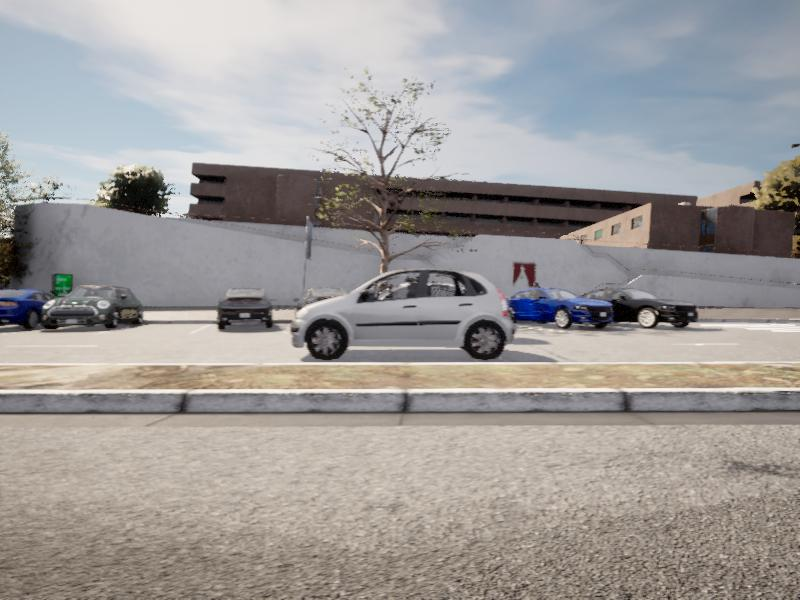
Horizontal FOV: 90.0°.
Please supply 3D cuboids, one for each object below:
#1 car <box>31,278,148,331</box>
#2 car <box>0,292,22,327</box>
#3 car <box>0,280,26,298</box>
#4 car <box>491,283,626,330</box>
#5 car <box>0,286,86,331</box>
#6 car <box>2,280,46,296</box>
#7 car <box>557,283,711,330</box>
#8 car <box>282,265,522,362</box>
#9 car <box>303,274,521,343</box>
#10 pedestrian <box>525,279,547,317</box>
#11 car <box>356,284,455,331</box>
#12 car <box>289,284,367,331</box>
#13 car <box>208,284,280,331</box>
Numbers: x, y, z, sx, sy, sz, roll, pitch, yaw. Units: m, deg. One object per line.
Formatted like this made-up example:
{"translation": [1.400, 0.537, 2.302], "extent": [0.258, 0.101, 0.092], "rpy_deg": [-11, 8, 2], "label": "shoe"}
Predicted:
{"translation": [-11.849, 0.187, 15.749], "extent": [2.185, 1.767, 4.553], "rpy_deg": [0, -1, -18], "label": "car"}
{"translation": [-17.739, 0.387, 15.944], "extent": [2.002, 1.452, 4.674], "rpy_deg": [0, -1, -17], "label": "car"}
{"translation": [-53.418, -1.515, 52.985], "extent": [5.566, 2.045, 2.435], "rpy_deg": [3, 5, 4], "label": "car"}
{"translation": [5.889, 0.247, 15.690], "extent": [2.097, 1.535, 5.008], "rpy_deg": [0, -1, -21], "label": "car"}
{"translation": [-14.793, 0.328, 15.809], "extent": [2.097, 1.535, 5.008], "rpy_deg": [0, -1, -17], "label": "car"}
{"translation": [-52.306, -1.662, 55.736], "extent": [4.442, 1.987, 1.878], "rpy_deg": [3, 5, 4], "label": "car"}
{"translation": [8.851, 0.244, 15.751], "extent": [2.097, 1.535, 5.008], "rpy_deg": [0, -1, -21], "label": "car"}
{"translation": [0.025, 0.224, 7.573], "extent": [3.988, 1.617, 1.851], "rpy_deg": [0, 0, 0], "label": "car"}
{"translation": [0.295, 0.207, 10.573], "extent": [5.238, 1.638, 1.930], "rpy_deg": [0, 0, 0], "label": "car"}
{"translation": [6.994, -0.103, 20.584], "extent": [0.751, 1.860, 0.751], "rpy_deg": [4, 0, 2], "label": "pedestrian"}
{"translation": [-0.023, 0.262, 15.586], "extent": [2.231, 1.521, 4.892], "rpy_deg": [0, -1, -20], "label": "car"}
{"translation": [-2.982, 0.272, 15.577], "extent": [2.231, 1.521, 4.892], "rpy_deg": [0, -1, -19], "label": "car"}
{"translation": [-5.938, 0.284, 15.593], "extent": [2.231, 1.521, 4.892], "rpy_deg": [0, -1, -19], "label": "car"}
